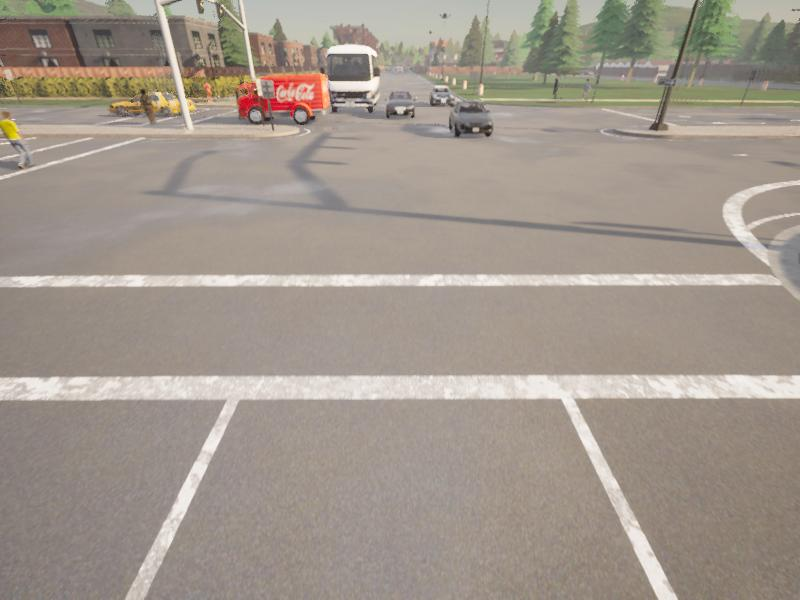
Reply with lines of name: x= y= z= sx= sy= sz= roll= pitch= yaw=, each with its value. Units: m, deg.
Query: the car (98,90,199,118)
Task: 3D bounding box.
car: x=-16.775 y=-13.210 z=26.911 sx=5.366 sy=1.575 sz=1.801 roll=0 pitch=30 yaw=1

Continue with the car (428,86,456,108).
car: x=3.525 y=-17.284 z=33.964 sx=1.970 sy=1.475 sz=3.806 roll=0 pitch=30 yaw=0

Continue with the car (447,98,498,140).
car: x=3.519 y=-9.201 z=20.193 sx=1.816 sy=1.474 sz=4.193 roll=0 pitch=30 yaw=0

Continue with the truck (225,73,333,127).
truck: x=-6.889 y=-11.790 z=23.557 sx=5.204 sy=2.467 sz=2.627 roll=-1 pitch=30 yaw=2

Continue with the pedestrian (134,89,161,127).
pedestrian: x=-14.200 y=-10.832 z=22.537 sx=0.751 sy=1.860 sz=0.751 roll=-13 pitch=33 yaw=-21

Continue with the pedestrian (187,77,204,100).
pedestrian: x=-19.163 y=-19.835 z=37.574 sx=0.751 sy=1.860 sz=0.751 roll=1 pitch=30 yaw=2

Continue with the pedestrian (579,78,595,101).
pedestrian: x=17.307 y=-19.543 z=37.091 sx=0.751 sy=1.860 sz=0.751 roll=2 pitch=30 yaw=3

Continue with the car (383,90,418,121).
car: x=0.021 y=-13.218 z=27.003 sx=2.128 sy=1.511 sz=4.902 roll=0 pitch=30 yaw=0

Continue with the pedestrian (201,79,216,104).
pedestrian: x=-16.226 y=-17.661 z=33.871 sx=0.751 sy=1.860 sz=0.751 roll=-12 pitch=32 yaw=-19

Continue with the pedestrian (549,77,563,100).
pedestrian: x=14.628 y=-19.823 z=37.568 sx=0.751 sy=1.860 sz=0.751 roll=4 pitch=31 yaw=6

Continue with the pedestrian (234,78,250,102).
pedestrian: x=-13.778 y=-18.327 z=34.937 sx=0.751 sy=1.860 sz=0.751 roll=0 pitch=30 yaw=1

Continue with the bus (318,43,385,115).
bus: x=-3.356 y=-17.377 z=31.381 sx=3.944 sy=4.253 sz=10.273 roll=0 pitch=30 yaw=0

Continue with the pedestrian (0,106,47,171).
pedestrian: x=-12.520 y=-5.216 z=12.974 sx=0.751 sy=1.860 sz=0.751 roll=-1 pitch=30 yaw=-2
